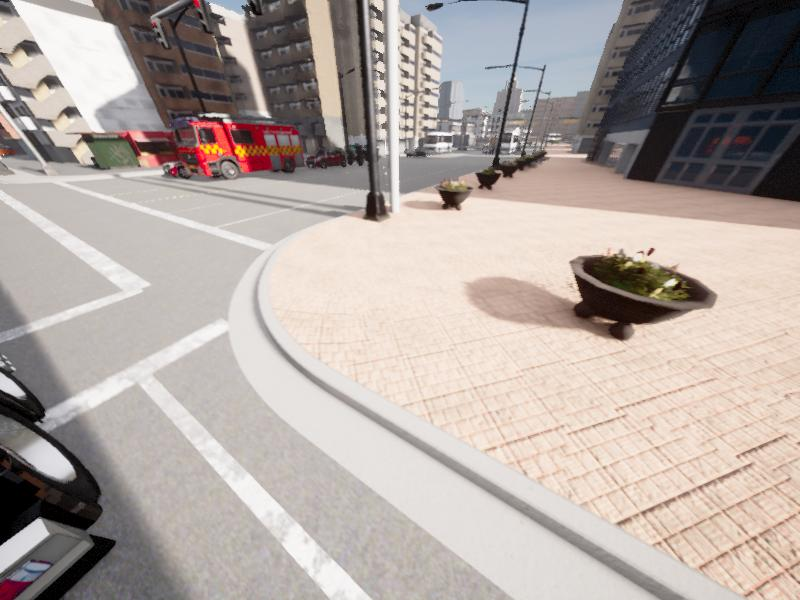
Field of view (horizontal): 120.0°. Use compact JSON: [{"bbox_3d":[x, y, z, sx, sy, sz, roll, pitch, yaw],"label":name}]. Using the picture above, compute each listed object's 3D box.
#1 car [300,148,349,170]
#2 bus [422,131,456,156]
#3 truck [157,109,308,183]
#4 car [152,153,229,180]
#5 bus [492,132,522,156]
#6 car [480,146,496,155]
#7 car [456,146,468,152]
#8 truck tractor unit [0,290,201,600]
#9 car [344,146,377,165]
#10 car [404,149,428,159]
[{"bbox_3d":[-7.852,-15.037,24.440,2.097,1.767,4.553,18,38,24],"label":"car"},{"bbox_3d":[9.207,-36.436,53.819,3.944,4.253,10.273,18,38,24],"label":"bus"},{"bbox_3d":[-11.943,-11.906,18.046,2.891,3.827,8.468,18,38,24],"label":"truck"},{"bbox_3d":[-16.296,-10.615,18.237,1.970,1.475,3.806,18,38,24],"label":"car"},{"bbox_3d":[24.748,-36.116,53.313,3.944,4.253,10.273,18,39,24],"label":"bus"},{"bbox_3d":[20.446,-34.627,53.493,2.033,1.649,4.856,18,39,25],"label":"car"},{"bbox_3d":[17.958,-44.084,67.249,1.994,1.385,4.181,18,39,24],"label":"car"},{"bbox_3d":[-5.159,-0.249,0.722,6.516,4.208,3.053,16,38,22],"label":"truck tractor unit"},{"bbox_3d":[-4.852,-18.036,28.778,1.905,1.878,3.866,18,38,24],"label":"car"},{"bbox_3d":[2.908,-26.356,41.524,1.994,1.385,4.181,26,42,32],"label":"car"}]
